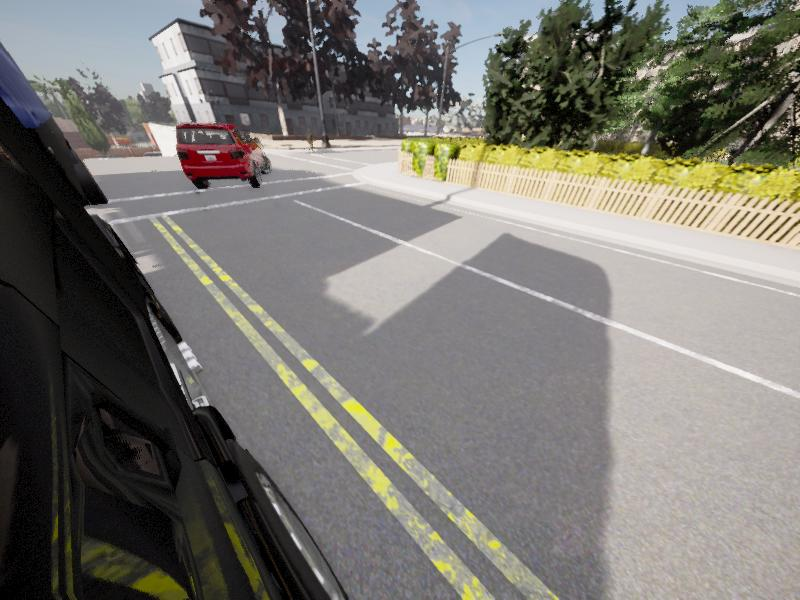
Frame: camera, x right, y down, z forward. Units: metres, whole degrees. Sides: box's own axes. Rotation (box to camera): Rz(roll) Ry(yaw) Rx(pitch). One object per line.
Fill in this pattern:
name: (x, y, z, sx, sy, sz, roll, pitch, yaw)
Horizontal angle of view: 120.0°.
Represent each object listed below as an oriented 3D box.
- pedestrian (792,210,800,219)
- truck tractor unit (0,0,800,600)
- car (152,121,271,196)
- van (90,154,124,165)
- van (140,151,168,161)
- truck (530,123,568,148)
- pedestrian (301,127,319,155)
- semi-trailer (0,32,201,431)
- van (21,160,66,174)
pedestrian: (14.462, -3.507, 7.471, 0.751, 1.860, 0.751, -8, 38, -14)
truck tractor unit: (-2.645, -0.295, 0.352, 6.516, 4.208, 3.053, 28, 44, 30)
car: (-7.238, -6.212, 9.797, 2.150, 2.045, 5.566, -11, 38, -16)
van: (-71.111, -34.106, 56.135, 1.775, 1.987, 4.442, 29, 44, 31)
van: (-67.661, -39.596, 63.618, 2.069, 2.038, 4.480, 29, 44, 31)
truck: (29.823, -32.659, 46.095, 8.468, 3.827, 2.891, -28, 46, -35)
pedestrian: (-7.498, -13.265, 19.285, 0.751, 1.860, 0.751, 28, 44, 30)
semi-trailer: (-8.645, -3.646, 4.272, 14.254, 4.402, 2.717, 29, 44, 30)
van: (-71.205, -26.738, 46.316, 1.775, 1.987, 4.442, 29, 44, 31)
